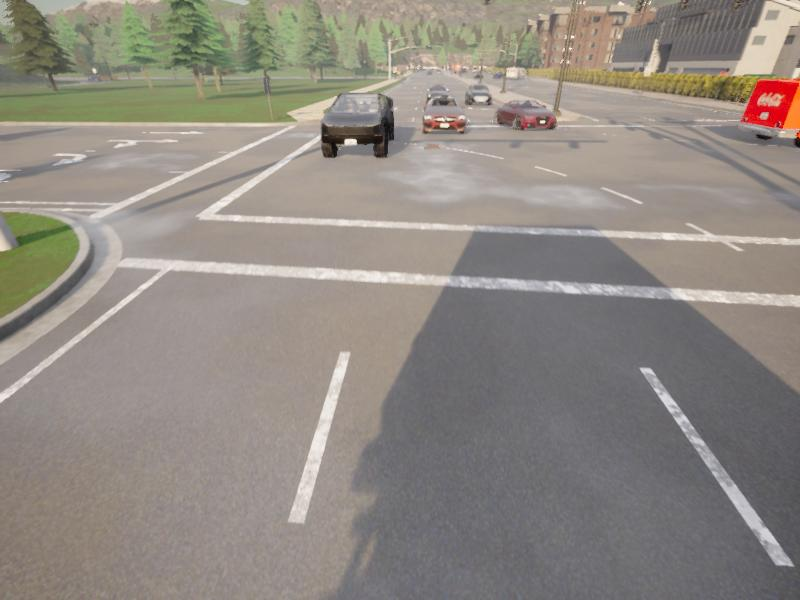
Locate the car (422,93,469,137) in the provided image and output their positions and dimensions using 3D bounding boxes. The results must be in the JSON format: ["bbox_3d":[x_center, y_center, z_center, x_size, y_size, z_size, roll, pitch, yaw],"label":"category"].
[{"bbox_3d":[2.309,-9.906,21.225,2.152,1.651,5.027,2,30,3],"label":"car"}]

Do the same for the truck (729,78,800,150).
[{"bbox_3d":[17.829,-7.836,16.735,5.204,2.467,2.627,0,30,1],"label":"truck"}]

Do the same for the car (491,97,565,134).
[{"bbox_3d":[6.835,-10.226,21.985,1.994,1.385,4.181,-7,31,-11],"label":"car"}]

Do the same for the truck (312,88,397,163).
[{"bbox_3d":[-1.534,-7.408,16.531,2.390,2.098,6.274,2,30,3],"label":"truck"}]

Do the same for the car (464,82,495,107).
[{"bbox_3d":[6.801,-17.869,34.745,2.033,1.649,4.856,2,31,3],"label":"car"}]

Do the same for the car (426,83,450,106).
[{"bbox_3d":[3.416,-18.792,36.443,2.038,1.542,4.974,2,30,3],"label":"car"}]
